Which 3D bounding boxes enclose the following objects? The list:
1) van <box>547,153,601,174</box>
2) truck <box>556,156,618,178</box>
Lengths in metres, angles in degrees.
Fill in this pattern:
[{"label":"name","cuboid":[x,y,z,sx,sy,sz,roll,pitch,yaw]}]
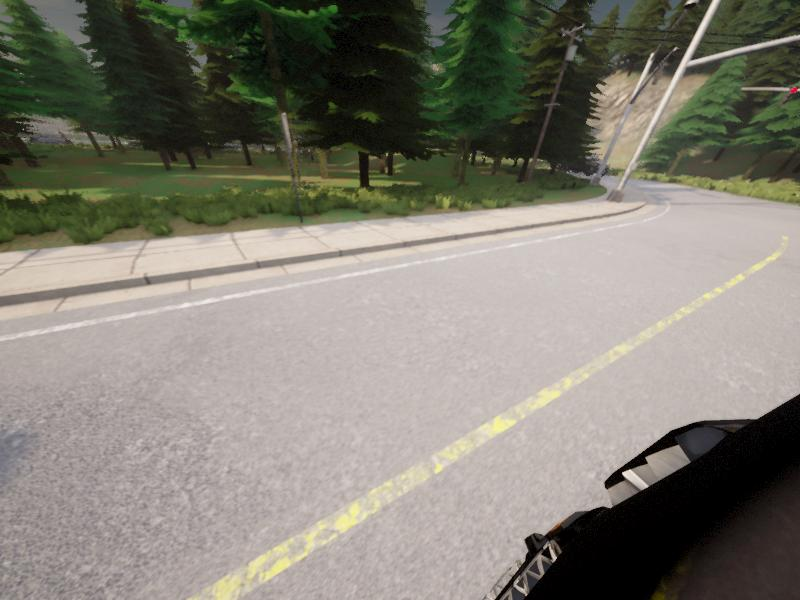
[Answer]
[{"label":"van","cuboid":[26.646,-21.266,35.825,2.351,2.431,6.366,-6,35,-14]},{"label":"truck","cuboid":[24.432,-17.744,30.650,2.390,2.098,6.274,-3,34,-9]}]
